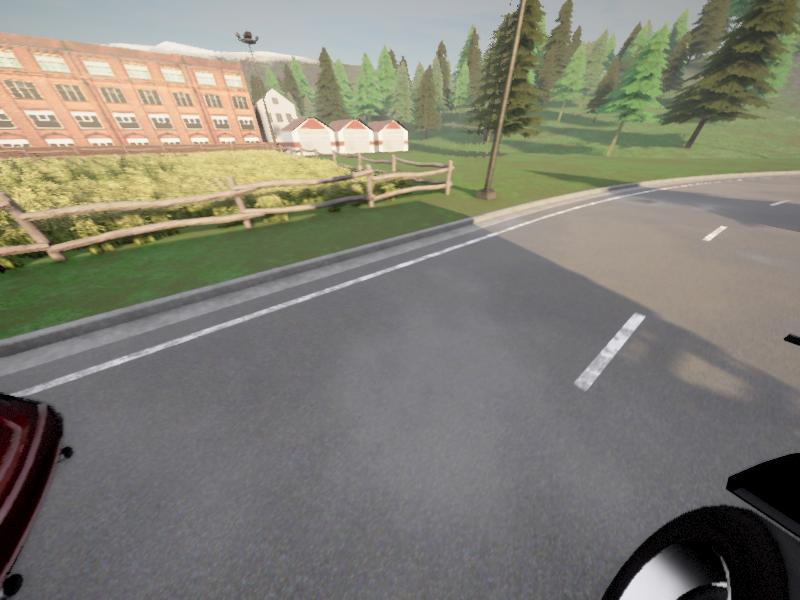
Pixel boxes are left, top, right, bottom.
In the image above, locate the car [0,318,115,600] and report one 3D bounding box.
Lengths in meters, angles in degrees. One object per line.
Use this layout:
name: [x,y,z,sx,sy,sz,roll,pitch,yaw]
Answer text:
car: [-4.046,1.710,0.324,4.181,1.385,1.994,-23,41,-28]
